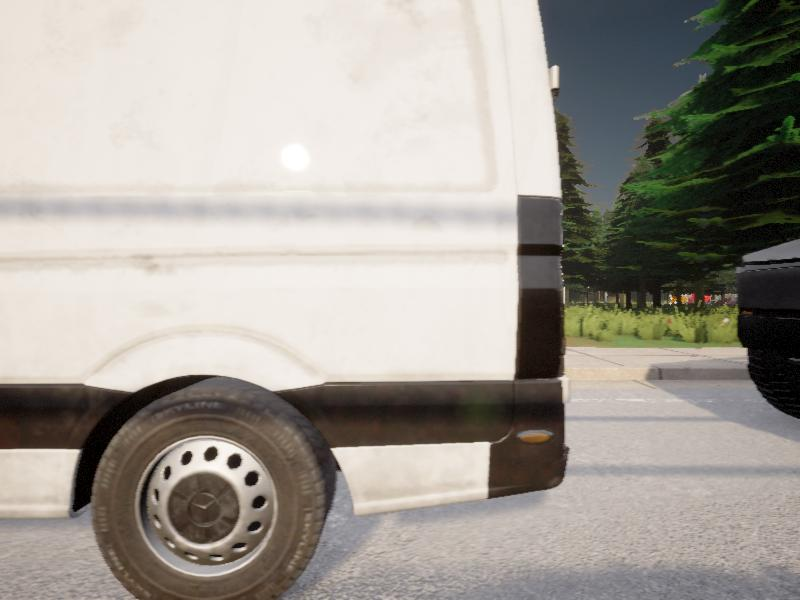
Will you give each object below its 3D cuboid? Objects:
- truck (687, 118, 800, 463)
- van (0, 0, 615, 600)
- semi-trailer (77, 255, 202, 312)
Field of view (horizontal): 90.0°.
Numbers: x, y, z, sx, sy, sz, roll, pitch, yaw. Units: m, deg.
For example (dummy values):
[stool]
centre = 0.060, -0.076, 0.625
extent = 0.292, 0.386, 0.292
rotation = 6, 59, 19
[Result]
[truck]
centre = 5.567, -0.053, 2.184
extent = 6.274, 2.098, 2.390
rotation = 0, 0, 0
[van]
centre = -2.312, -0.280, 2.200
extent = 5.915, 2.561, 1.988
rotation = 0, 0, 0
[semi-trailer]
centre = -23.777, -1.267, 38.257
extent = 2.717, 4.402, 14.254
rotation = 0, 0, 0
